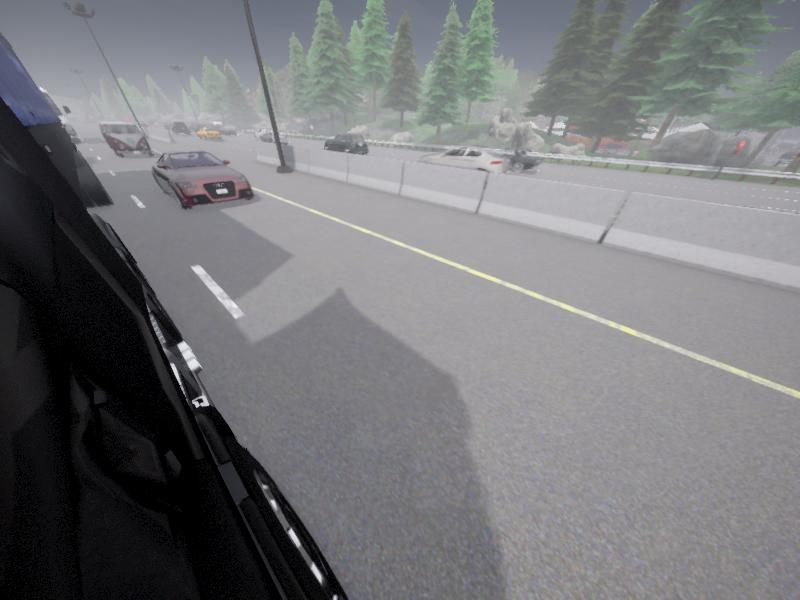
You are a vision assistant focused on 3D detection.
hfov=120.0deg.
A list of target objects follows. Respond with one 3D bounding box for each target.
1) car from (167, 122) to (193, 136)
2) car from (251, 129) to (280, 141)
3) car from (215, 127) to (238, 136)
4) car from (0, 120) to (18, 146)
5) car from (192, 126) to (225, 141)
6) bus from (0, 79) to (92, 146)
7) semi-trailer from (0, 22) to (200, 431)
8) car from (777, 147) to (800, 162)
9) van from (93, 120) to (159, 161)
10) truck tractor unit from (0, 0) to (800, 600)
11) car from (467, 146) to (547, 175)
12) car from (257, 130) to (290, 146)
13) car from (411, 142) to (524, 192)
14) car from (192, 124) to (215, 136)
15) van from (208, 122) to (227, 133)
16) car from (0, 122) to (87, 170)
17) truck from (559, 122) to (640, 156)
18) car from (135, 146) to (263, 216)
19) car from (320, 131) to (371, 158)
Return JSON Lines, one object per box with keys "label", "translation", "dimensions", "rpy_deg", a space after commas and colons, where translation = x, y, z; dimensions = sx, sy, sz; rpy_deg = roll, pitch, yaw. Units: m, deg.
{"label": "car", "translation": [-38.476, -29.961, 40.391], "dimensions": [3.866, 1.878, 1.905], "rpy_deg": [29, 44, 31]}
{"label": "car", "translation": [-21.010, -25.792, 36.089], "dimensions": [4.674, 1.442, 1.812], "rpy_deg": [29, 44, 31]}
{"label": "car", "translation": [-33.450, -32.506, 44.596], "dimensions": [4.718, 1.301, 1.895], "rpy_deg": [29, 44, 31]}
{"label": "car", "translation": [-34.276, -13.754, 18.946], "dimensions": [4.611, 1.667, 2.242], "rpy_deg": [29, 44, 31]}
{"label": "car", "translation": [-27.239, -23.714, 32.833], "dimensions": [5.366, 1.575, 1.801], "rpy_deg": [28, 44, 31]}
{"label": "bus", "translation": [-34.134, -17.597, 21.971], "dimensions": [10.273, 4.253, 3.944], "rpy_deg": [29, 44, 31]}
{"label": "semi-trailer", "translation": [-8.613, -3.625, 4.360], "dimensions": [14.254, 4.402, 2.717], "rpy_deg": [29, 44, 31]}
{"label": "car", "translation": [62.388, -22.767, 36.117], "dimensions": [2.242, 1.667, 4.611], "rpy_deg": [28, 44, 31]}
{"label": "van", "translation": [-18.496, -10.827, 15.583], "dimensions": [4.442, 1.987, 1.775], "rpy_deg": [29, 44, 31]}
{"label": "truck tractor unit", "translation": [-2.645, -0.295, 0.351], "dimensions": [6.516, 4.208, 3.053], "rpy_deg": [28, 44, 30]}
{"label": "car", "translation": [7.567, -10.165, 16.685], "dimensions": [4.718, 1.301, 1.895], "rpy_deg": [29, 44, 31]}
{"label": "car", "translation": [-15.730, -20.165, 28.759], "dimensions": [3.806, 1.475, 1.970], "rpy_deg": [29, 44, 31]}
{"label": "car", "translation": [3.246, -7.126, 12.077], "dimensions": [5.027, 1.651, 2.152], "rpy_deg": [28, 44, 31]}
{"label": "car", "translation": [-36.450, -31.507, 42.824], "dimensions": [3.988, 1.617, 1.851], "rpy_deg": [29, 44, 31]}
{"label": "van", "translation": [-44.100, -41.641, 55.714], "dimensions": [4.480, 2.038, 2.069], "rpy_deg": [32, 45, 33]}
{"label": "car", "translation": [-19.123, -8.325, 12.339], "dimensions": [4.553, 1.767, 2.097], "rpy_deg": [29, 44, 31]}
{"label": "truck", "translation": [30.737, -25.188, 36.067], "dimensions": [8.468, 3.827, 2.891], "rpy_deg": [29, 44, 31]}
{"label": "car", "translation": [-6.804, -4.204, 7.807], "dimensions": [4.181, 1.385, 1.994], "rpy_deg": [28, 44, 31]}
{"label": "car", "translation": [-5.030, -14.469, 21.390], "dimensions": [4.553, 1.767, 2.097], "rpy_deg": [29, 44, 31]}
